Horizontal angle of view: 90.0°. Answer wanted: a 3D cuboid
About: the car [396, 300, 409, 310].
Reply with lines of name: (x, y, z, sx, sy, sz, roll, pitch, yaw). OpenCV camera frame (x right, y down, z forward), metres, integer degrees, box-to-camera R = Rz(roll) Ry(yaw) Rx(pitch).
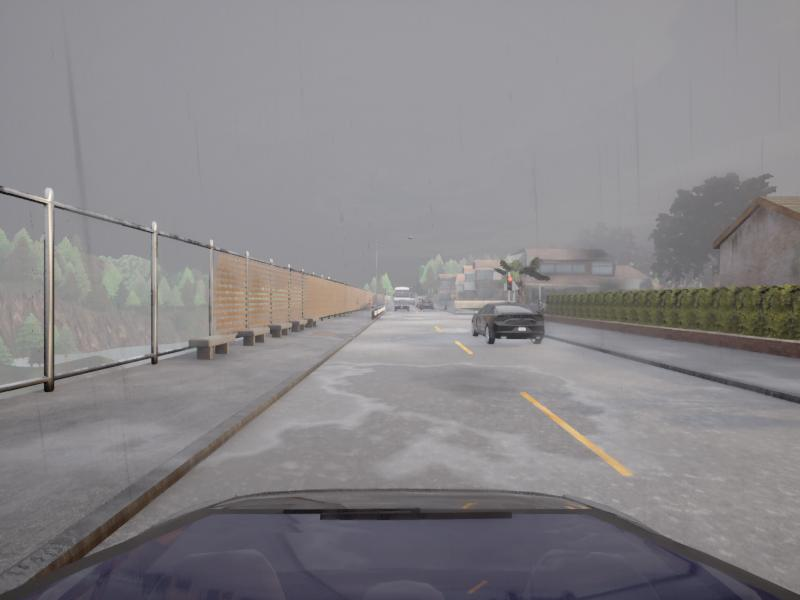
car: (0.333, 0.778, 64.876, 2.033, 1.649, 4.856, 0, 0, 0)

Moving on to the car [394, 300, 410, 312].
car: (0.314, 0.781, 57.989, 2.152, 1.651, 5.027, 0, 0, 2)

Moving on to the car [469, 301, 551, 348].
car: (4.085, 0.823, 15.817, 1.882, 1.535, 5.008, 0, 0, 0)

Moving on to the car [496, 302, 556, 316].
car: (12.568, 0.895, 40.021, 5.357, 1.411, 2.033, 0, 0, 1)

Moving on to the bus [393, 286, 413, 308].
bus: (0.551, -0.539, 83.810, 3.944, 4.253, 10.273, 0, 0, 0)

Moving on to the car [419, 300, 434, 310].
car: (4.342, 0.756, 66.625, 2.242, 1.667, 4.611, 0, 0, 0)

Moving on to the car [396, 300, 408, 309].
car: (0.375, 0.824, 72.797, 2.242, 1.667, 4.611, 0, 0, 0)
